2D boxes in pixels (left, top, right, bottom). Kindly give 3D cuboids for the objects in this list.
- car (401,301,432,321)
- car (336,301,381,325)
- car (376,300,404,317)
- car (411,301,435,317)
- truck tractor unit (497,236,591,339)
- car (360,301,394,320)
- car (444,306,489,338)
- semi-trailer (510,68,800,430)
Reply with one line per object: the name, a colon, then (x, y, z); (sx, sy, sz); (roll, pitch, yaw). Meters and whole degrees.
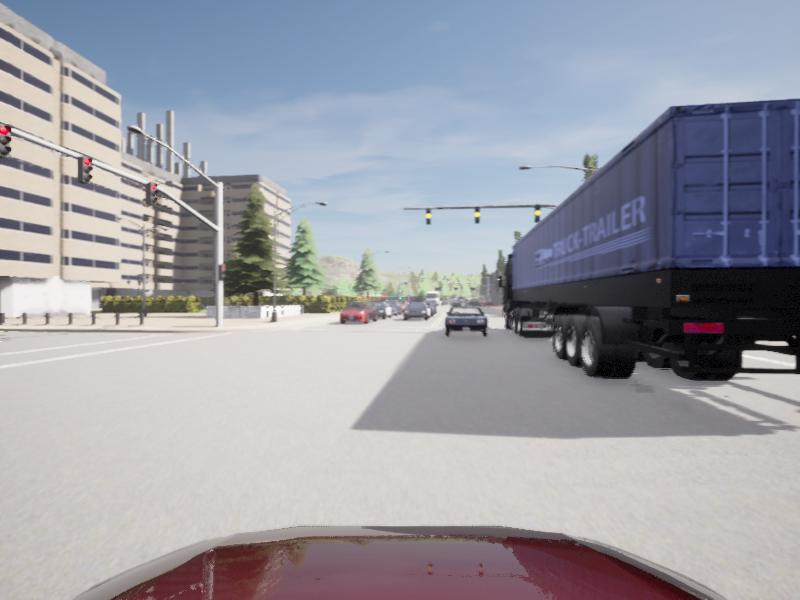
car: (1.432, 0.850, 32.782); (2.038, 1.542, 4.974); (0, 0, 8)
car: (-2.795, 0.853, 28.138); (2.007, 1.525, 4.514); (0, 0, 9)
car: (-0.955, 0.810, 41.201); (2.033, 1.649, 4.856); (0, 0, 8)
car: (2.373, 0.856, 39.701); (2.007, 1.525, 4.514); (0, 0, 8)
truck tractor unit: (6.723, -0.516, 19.789); (3.053, 4.208, 6.516); (0, 0, 8)
car: (-1.893, 0.855, 34.308); (2.038, 1.542, 4.974); (0, 0, 8)
car: (3.136, 0.955, 19.334); (1.895, 1.301, 4.718); (0, 0, 8)
semi-trailer: (5.668, -0.615, 11.945); (2.717, 4.402, 14.254); (0, 0, 8)
